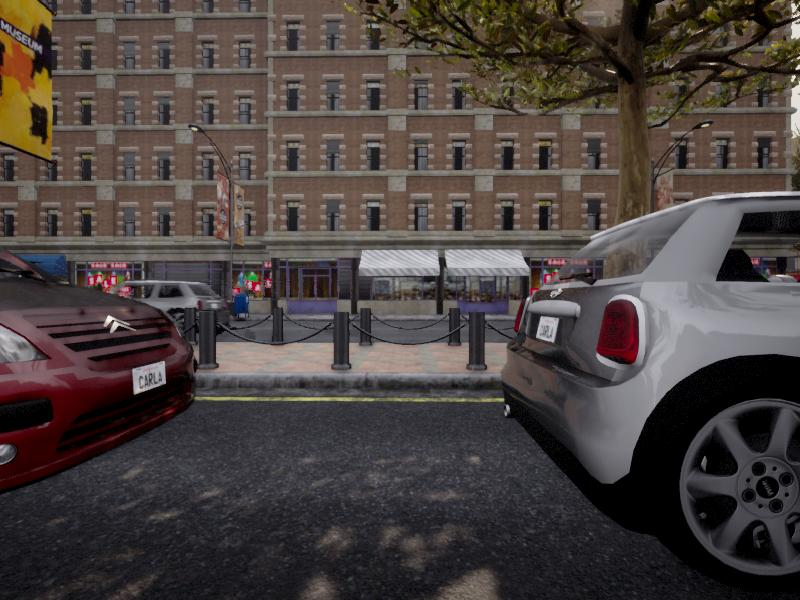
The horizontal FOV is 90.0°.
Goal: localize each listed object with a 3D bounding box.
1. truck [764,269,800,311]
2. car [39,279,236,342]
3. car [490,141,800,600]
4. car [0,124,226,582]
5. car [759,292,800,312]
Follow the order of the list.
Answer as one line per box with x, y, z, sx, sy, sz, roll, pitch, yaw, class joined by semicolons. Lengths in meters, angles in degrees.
38.063;-0.920;36.045;2.891;3.827;8.468;0;0;1;truck
-6.560;0.253;10.354;3.806;1.475;1.970;0;0;1;car
2.600;0.253;2.173;3.806;1.475;1.970;0;0;1;car
-3.390;0.188;2.287;3.988;1.617;1.851;0;0;1;car
34.548;0.171;34.748;1.930;1.638;5.238;0;0;0;car
